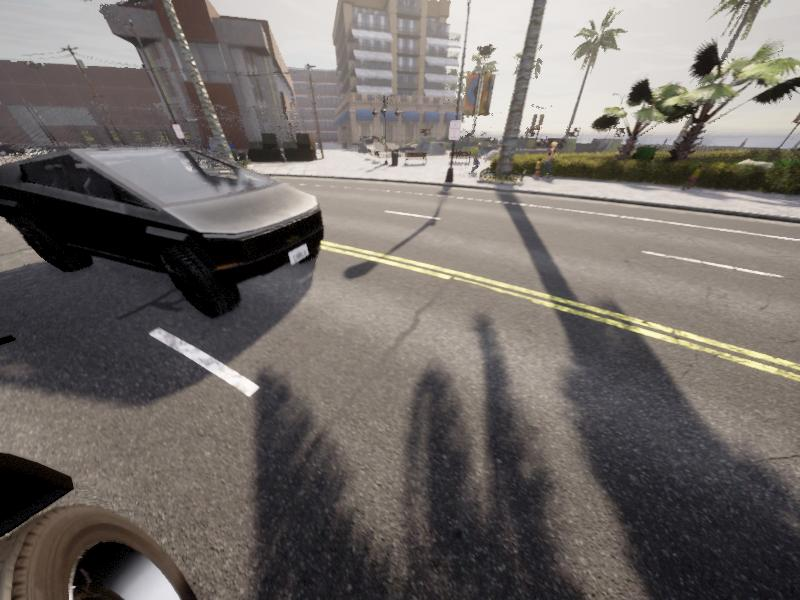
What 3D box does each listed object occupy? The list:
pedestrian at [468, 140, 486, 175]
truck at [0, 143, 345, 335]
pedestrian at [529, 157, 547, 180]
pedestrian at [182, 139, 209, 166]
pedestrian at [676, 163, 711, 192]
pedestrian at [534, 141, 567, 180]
[{"bbox_3d":[4.926,-9.130,14.864,0.751,1.860,0.751,7,36,9],"label":"pedestrian"},{"bbox_3d":[-4.540,-1.651,4.382,6.274,2.098,2.390,12,37,16],"label":"truck"},{"bbox_3d":[8.120,-7.781,13.631,0.500,1.100,0.500,-29,45,-35],"label":"pedestrian"},{"bbox_3d":[-16.821,-12.161,19.055,0.751,1.860,0.751,-2,35,-3],"label":"pedestrian"},{"bbox_3d":[13.519,-5.669,10.673,0.500,1.100,0.500,24,42,30],"label":"pedestrian"},{"bbox_3d":[8.694,-8.085,13.405,0.751,1.860,0.751,-17,39,-23],"label":"pedestrian"}]
